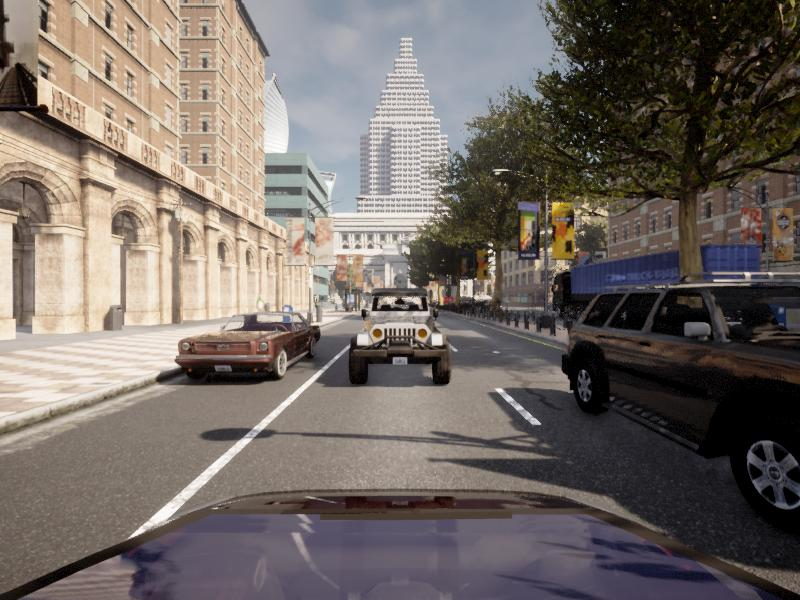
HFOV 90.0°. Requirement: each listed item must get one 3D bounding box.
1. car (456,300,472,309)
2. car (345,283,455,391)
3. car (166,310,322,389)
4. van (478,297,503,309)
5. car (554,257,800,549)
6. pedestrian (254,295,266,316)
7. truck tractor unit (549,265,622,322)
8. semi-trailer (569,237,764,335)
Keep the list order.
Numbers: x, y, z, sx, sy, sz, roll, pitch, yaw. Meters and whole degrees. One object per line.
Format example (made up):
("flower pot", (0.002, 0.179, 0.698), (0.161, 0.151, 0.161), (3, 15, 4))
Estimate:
("car", (11.498, 0.781, 72.106), (1.930, 1.638, 5.238), (0, 0, 0))
("car", (-0.001, 0.647, 8.898), (1.905, 1.878, 3.866), (0, 0, 0))
("car", (-3.250, 0.940, 9.526), (1.895, 1.301, 4.718), (0, 0, 0))
("van", (16.223, 0.582, 71.716), (2.069, 2.038, 4.480), (0, 0, -24))
("car", (3.501, 0.653, 4.281), (1.932, 1.855, 4.605), (0, 0, 0))
("pedestrian", (-12.471, 0.490, 35.660), (0.751, 1.860, 0.751), (0, 0, 0))
("truck tractor unit", (15.002, -0.517, 33.004), (3.053, 4.208, 6.516), (0, 0, 0))
("semi-trailer", (15.003, -0.615, 25.087), (2.717, 4.402, 14.254), (0, 0, 0))
